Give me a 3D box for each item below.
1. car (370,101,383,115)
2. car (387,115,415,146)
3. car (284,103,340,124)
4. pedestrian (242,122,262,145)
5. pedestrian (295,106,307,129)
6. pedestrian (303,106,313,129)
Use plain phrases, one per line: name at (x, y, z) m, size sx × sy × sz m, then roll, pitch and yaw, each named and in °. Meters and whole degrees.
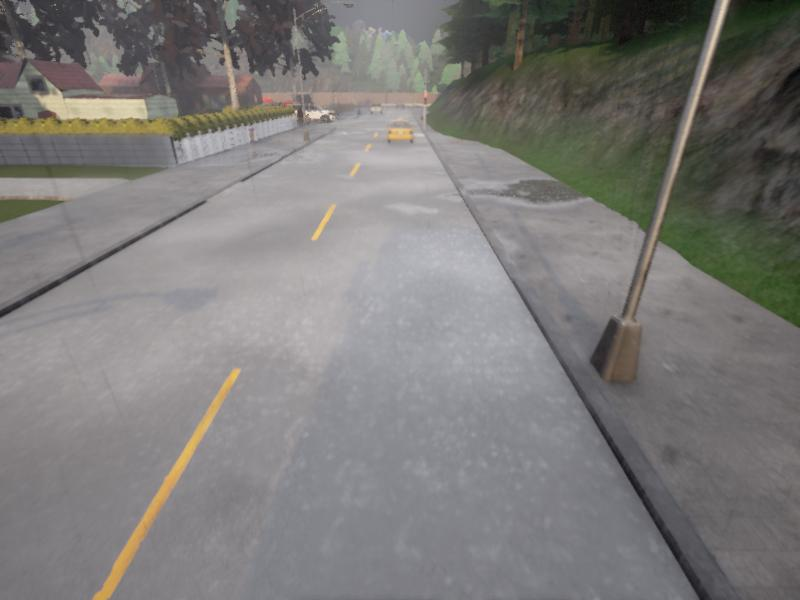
car at (-3.908, -32.184, 66.985) m, size 1.932 × 1.855 × 4.605 m, roll 0°, pitch 27°, yaw 0°
car at (0.040, -12.065, 28.292) m, size 1.801 × 1.575 × 5.366 m, roll 0°, pitch 27°, yaw 0°
car at (-9.833, -20.918, 44.911) m, size 5.566 × 2.045 × 2.150 m, roll 3°, pitch 27°, yaw 6°
pedestrian at (-9.328, -10.505, 25.239) m, size 0.751 × 1.300 × 0.751 m, roll 2°, pitch 27°, yaw 3°
pedestrian at (-9.111, -16.773, 36.772) m, size 0.751 × 1.860 × 0.751 m, roll 1°, pitch 27°, yaw 1°
pedestrian at (-8.538, -16.970, 37.158) m, size 0.751 × 1.860 × 0.751 m, roll -5°, pitch 28°, yaw -10°
